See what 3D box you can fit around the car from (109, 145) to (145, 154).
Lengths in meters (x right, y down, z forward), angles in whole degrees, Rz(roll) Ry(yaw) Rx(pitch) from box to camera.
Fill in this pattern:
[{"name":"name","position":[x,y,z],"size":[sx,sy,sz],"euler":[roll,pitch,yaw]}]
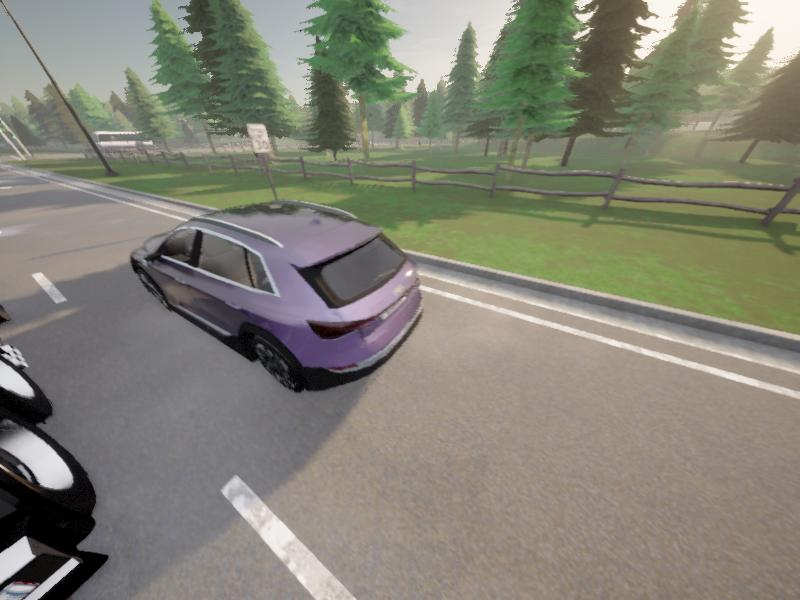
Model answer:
[{"name":"car","position":[-62.909,-34.776,53.344],"size":[1.837,1.490,4.892],"euler":[18,39,24]}]

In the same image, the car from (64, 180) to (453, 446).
[{"name":"car","position":[-2.007,-0.528,3.366],"size":[4.856,1.649,2.033],"euler":[18,39,24]}]

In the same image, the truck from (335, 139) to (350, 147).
[{"name":"truck","position":[-21.620,-59.027,86.950],"size":[2.627,2.467,5.204],"euler":[19,39,25]}]

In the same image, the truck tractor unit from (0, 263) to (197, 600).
[{"name":"truck tractor unit","position":[-5.116,-0.294,0.783],"size":[6.516,4.208,3.053],"euler":[18,39,24]}]

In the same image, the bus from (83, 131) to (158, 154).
[{"name":"bus","position":[-67.954,-38.786,56.747],"size":[3.944,4.253,10.273],"euler":[18,39,24]}]
